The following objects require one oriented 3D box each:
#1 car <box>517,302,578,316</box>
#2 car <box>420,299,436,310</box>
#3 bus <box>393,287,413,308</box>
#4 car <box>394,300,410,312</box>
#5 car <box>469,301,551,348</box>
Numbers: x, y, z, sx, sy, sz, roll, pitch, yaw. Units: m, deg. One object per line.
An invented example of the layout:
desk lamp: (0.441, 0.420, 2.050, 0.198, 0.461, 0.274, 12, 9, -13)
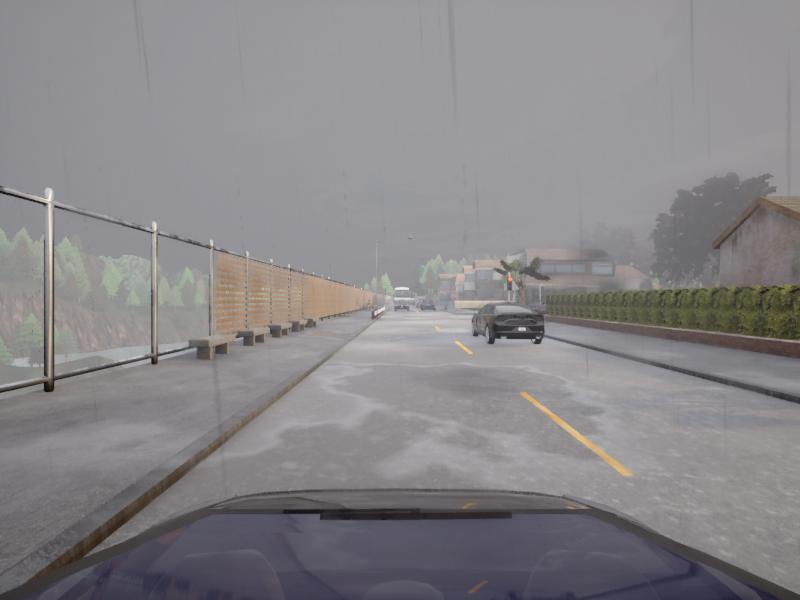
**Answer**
car: (14.615, 0.895, 39.979, 5.357, 1.411, 2.033, 0, 0, 1)
car: (4.326, 0.756, 63.449, 2.242, 1.667, 4.611, 0, 0, 0)
bus: (0.554, -0.539, 84.477, 3.944, 4.253, 10.273, 0, 0, 0)
car: (0.314, 0.781, 57.989, 2.152, 1.651, 5.027, 0, 0, 2)
car: (4.085, 0.823, 15.817, 1.882, 1.535, 5.008, 0, 0, 0)
